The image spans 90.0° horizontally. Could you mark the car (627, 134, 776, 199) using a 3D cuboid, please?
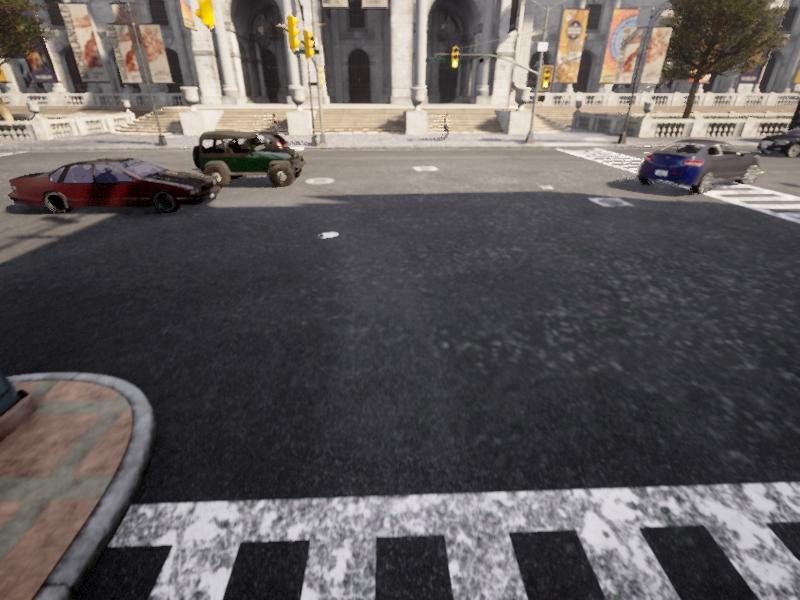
[{"bbox_3d":[11.157,-5.077,14.831,5.027,1.651,2.152,-15,30,-27],"label":"car"}]

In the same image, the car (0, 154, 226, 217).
[{"bbox_3d":[-8.392,-3.475,11.937,5.357,1.411,2.033,-1,27,-2],"label":"car"}]

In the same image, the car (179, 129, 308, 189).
[{"bbox_3d":[-5.659,-5.340,15.046,3.866,1.878,1.905,-1,27,-2],"label":"car"}]

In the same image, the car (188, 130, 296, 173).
[{"bbox_3d":[-7.020,-6.786,18.182,3.988,1.617,1.851,-1,27,-2],"label":"car"}]

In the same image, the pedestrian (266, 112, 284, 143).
[{"bbox_3d":[-8.470,-11.711,27.154,0.751,1.860,0.751,-1,27,-3],"label":"pedestrian"}]

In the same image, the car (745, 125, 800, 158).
[{"bbox_3d":[22.885,-8.898,22.435,4.902,1.511,2.128,-1,27,-2],"label":"car"}]

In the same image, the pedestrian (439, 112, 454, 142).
[{"bbox_3d":[3.232,-12.118,27.956,0.751,1.860,0.751,-5,28,-10],"label":"pedestrian"}]
